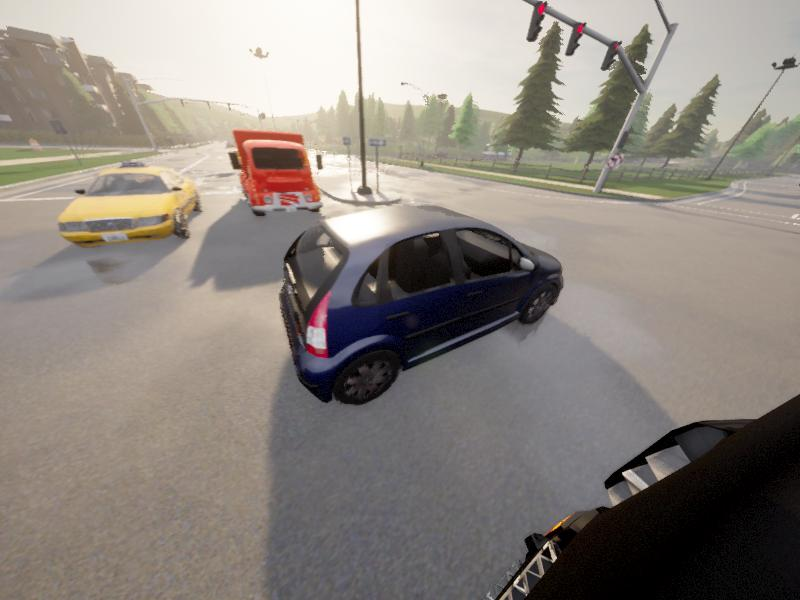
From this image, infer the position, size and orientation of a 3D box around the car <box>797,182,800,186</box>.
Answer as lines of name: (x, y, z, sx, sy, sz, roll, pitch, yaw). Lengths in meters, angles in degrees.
car: (58.128, -16.754, 32.363, 4.193, 1.474, 1.816, -16, 38, -26)

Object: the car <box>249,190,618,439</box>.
car: (0.530, -0.387, 3.141, 3.988, 1.617, 1.851, -16, 38, -26)

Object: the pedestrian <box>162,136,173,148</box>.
pedestrian: (-45.650, -31.001, 45.357, 0.751, 1.860, 0.751, -11, 36, -20)

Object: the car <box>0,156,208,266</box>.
car: (-6.975, -2.862, 6.336, 1.801, 1.575, 5.366, -16, 38, -26)

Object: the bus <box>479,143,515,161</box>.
bus: (30.771, -46.768, 73.122, 10.273, 4.253, 3.944, -16, 38, -26)

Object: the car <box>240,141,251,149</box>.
car: (-42.441, -42.583, 63.415, 1.905, 1.878, 3.866, -16, 38, -26)

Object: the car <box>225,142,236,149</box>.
car: (-45.763, -41.765, 62.438, 1.895, 1.301, 4.718, -16, 38, -26)

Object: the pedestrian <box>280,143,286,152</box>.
pedestrian: (-29.738, -38.752, 58.554, 0.751, 1.860, 0.751, -25, 42, -35)

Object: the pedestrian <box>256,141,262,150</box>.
pedestrian: (-35.480, -38.965, 58.163, 0.751, 1.860, 0.751, -9, 35, -17)

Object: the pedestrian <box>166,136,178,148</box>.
pedestrian: (-45.173, -31.241, 45.756, 0.751, 1.860, 0.751, 0, 34, -5)

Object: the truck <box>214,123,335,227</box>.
truck: (-4.640, -4.804, 8.653, 2.627, 2.467, 5.204, -16, 37, -26)

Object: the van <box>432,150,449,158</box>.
van: (11.931, -42.813, 67.778, 4.442, 1.987, 1.775, -16, 38, -26)
